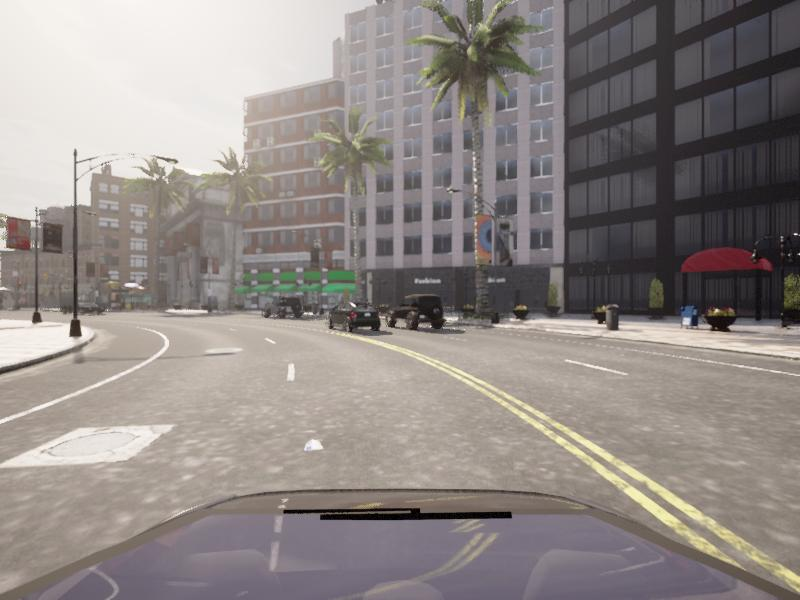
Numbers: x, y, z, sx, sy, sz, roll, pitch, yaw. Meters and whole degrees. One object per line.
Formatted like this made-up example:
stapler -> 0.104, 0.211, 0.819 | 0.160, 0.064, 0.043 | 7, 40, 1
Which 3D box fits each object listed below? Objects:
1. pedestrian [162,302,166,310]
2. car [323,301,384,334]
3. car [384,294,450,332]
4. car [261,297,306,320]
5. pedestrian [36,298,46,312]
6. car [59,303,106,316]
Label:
pedestrian -> -33.557, 0.889, 56.864 | 0.500, 1.100, 0.500 | 0, 0, -31
car -> -2.503, 0.824, 20.930 | 1.789, 1.549, 3.705 | 0, 0, -31
car -> 0.840, 0.654, 22.152 | 1.905, 1.878, 3.866 | 0, 0, -30
car -> -10.111, 0.660, 34.686 | 3.866, 1.878, 1.905 | 0, 0, 40
pedestrian -> -47.031, 0.661, 52.438 | 0.751, 1.860, 0.751 | 0, 0, 22
car -> -34.408, 0.963, 43.345 | 4.718, 1.301, 1.895 | 0, 0, 21
